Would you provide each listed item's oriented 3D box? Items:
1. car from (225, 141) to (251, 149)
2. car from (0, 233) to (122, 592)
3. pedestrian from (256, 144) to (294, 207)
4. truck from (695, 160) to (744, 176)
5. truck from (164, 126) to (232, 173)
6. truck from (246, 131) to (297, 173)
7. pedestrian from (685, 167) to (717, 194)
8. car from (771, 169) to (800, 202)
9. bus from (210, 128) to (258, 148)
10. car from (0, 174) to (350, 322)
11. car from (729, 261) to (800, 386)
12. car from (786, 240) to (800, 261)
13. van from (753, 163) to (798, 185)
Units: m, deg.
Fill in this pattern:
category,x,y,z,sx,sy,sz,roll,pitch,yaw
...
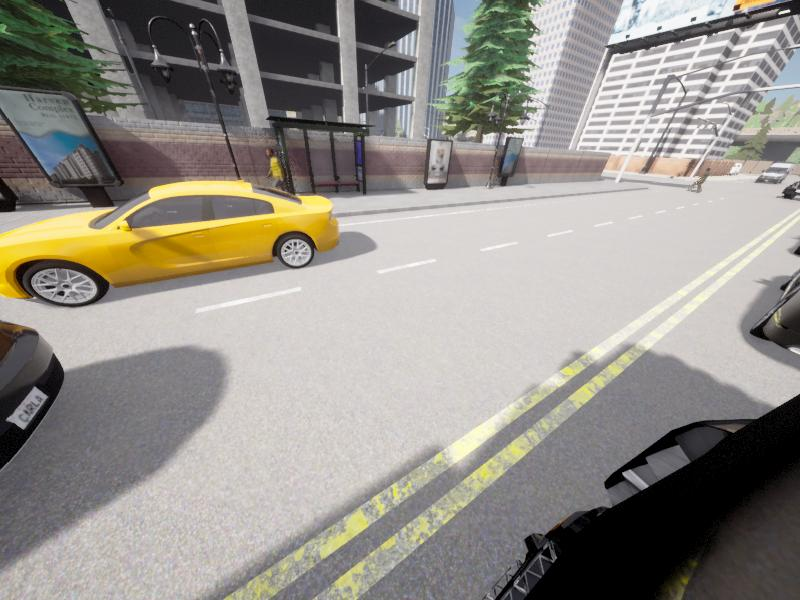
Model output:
category,x,y,z,sx,sy,sz,roll,pitch,yaw
car,-43.163,-41.459,61.655,5.366,1.575,1.801,-16,38,-26
car,-4.772,1.161,0.480,4.892,1.490,1.837,-16,38,-26
pedestrian,-4.392,-4.368,8.186,0.751,1.860,0.751,-15,37,-25
truck,67.199,-27.906,48.710,2.615,2.467,5.204,-16,38,-26
truck,-14.207,-10.929,16.787,2.615,2.467,5.204,-16,38,-26
truck,-10.481,-11.992,18.677,2.615,2.467,5.204,-16,38,-26
pedestrian,24.286,-9.671,18.673,0.751,1.860,0.751,-19,39,-29
car,32.998,-8.429,17.352,5.566,2.045,2.150,2,34,-1
bus,-48.601,-47.658,68.111,10.273,4.253,3.944,-16,38,-26
car,-3.724,-1.390,4.364,5.008,1.535,1.882,-16,38,-26
car,7.289,-0.094,3.172,5.238,1.638,1.930,-16,38,-26
car,13.676,-1.920,6.391,4.611,1.667,2.242,-16,38,-26
van,54.639,-18.396,33.600,5.915,2.561,1.988,-16,38,-26
